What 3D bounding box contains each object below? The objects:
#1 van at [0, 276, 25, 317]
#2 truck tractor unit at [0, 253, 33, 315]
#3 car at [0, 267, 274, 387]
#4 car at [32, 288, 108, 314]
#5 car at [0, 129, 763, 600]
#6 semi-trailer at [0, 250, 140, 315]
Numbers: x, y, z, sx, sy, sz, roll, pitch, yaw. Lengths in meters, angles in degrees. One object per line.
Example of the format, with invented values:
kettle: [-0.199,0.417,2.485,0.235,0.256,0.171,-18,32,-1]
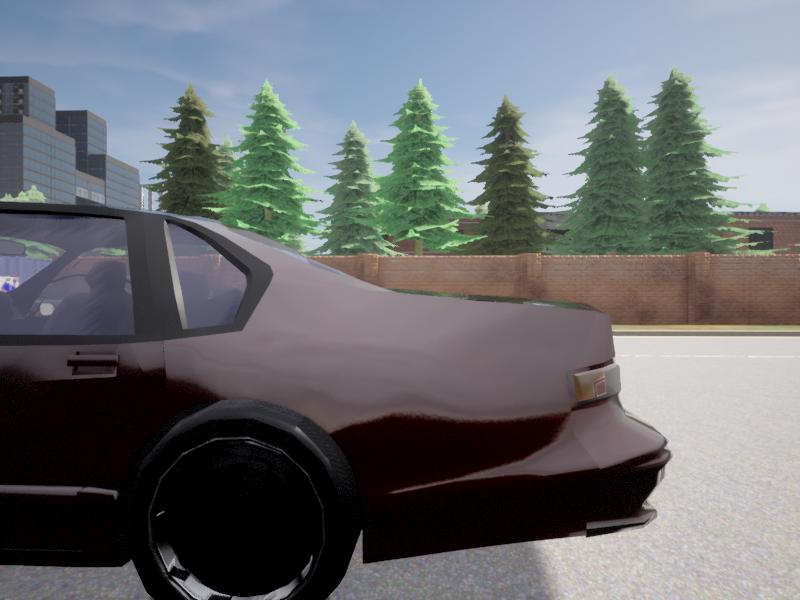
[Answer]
van: [-25.292,-0.222,22.491,2.351,2.431,6.366,0,0,2]
truck tractor unit: [-28.654,-1.115,26.210,3.053,4.208,6.516,0,0,2]
car: [-4.212,0.307,5.691,4.181,1.385,1.994,0,0,2]
car: [-24.995,0.052,30.551,1.932,1.855,4.605,0,0,2]
car: [-1.761,0.294,2.089,5.357,1.411,2.033,0,0,2]
semi-trailer: [-28.364,-1.215,34.117,2.717,4.402,14.254,0,0,2]
